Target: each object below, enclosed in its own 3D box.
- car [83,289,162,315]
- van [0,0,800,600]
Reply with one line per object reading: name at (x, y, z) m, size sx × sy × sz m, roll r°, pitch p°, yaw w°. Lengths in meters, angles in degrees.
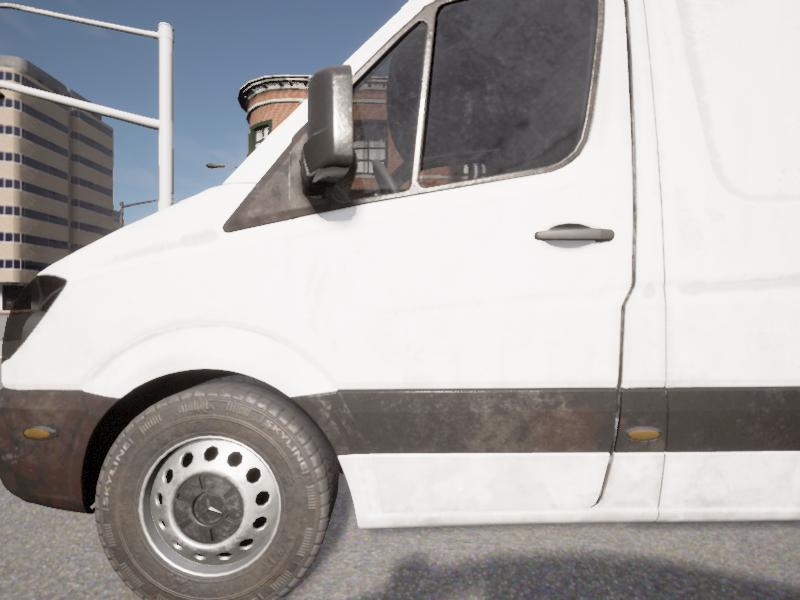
car at (-19.044, 0.160, 27.829) m, size 1.930 × 1.638 × 5.238 m, roll 0°, pitch 0°, yaw 0°
van at (1.352, -0.277, 2.210) m, size 5.915 × 2.561 × 1.988 m, roll 0°, pitch 0°, yaw 0°
